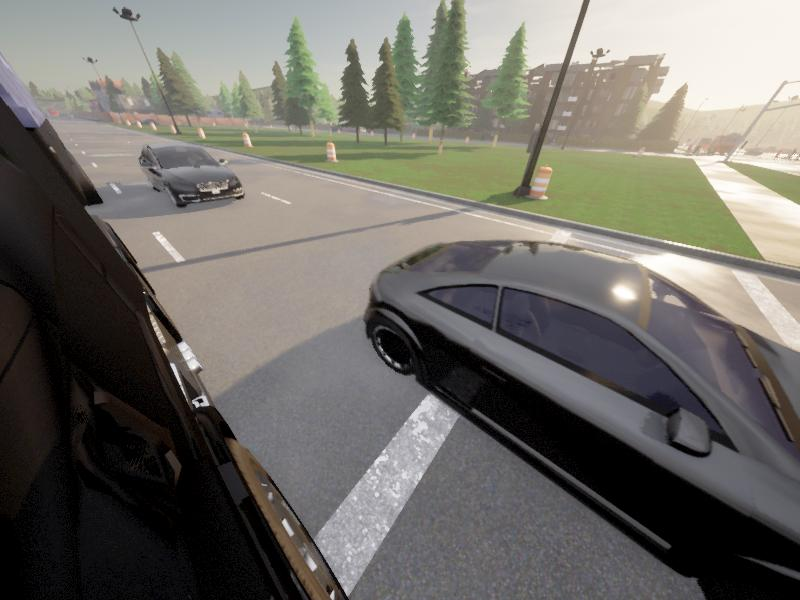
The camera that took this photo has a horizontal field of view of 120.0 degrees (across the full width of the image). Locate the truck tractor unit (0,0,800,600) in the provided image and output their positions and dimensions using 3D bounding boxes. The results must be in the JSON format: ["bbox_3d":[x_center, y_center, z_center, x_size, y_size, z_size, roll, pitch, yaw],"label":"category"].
[{"bbox_3d":[-2.645,-0.295,0.351,6.516,4.208,3.053,28,44,30],"label":"truck tractor unit"}]

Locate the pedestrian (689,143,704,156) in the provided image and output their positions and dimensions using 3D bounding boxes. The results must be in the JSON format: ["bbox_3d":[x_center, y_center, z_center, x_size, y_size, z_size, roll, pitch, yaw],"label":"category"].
[{"bbox_3d":[52.627,-26.666,40.967,0.751,1.860,0.751,27,43,29],"label":"pedestrian"}]

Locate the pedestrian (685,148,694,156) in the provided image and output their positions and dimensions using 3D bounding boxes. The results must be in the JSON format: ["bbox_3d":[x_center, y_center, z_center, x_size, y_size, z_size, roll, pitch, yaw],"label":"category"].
[{"bbox_3d":[50.812,-25.990,40.588,0.500,1.100,0.500,32,45,33],"label":"pedestrian"}]

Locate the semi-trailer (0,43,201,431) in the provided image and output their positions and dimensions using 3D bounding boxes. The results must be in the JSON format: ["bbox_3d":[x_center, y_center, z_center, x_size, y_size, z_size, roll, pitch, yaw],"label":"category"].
[{"bbox_3d":[-8.692,-3.607,4.236,14.254,4.402,2.717,28,44,30],"label":"semi-trailer"}]

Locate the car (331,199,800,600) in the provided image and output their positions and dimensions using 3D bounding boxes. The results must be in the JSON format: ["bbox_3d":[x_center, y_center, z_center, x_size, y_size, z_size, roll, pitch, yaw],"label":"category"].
[{"bbox_3d":[1.597,0.393,2.068,4.181,1.385,1.994,28,44,30],"label":"car"}]

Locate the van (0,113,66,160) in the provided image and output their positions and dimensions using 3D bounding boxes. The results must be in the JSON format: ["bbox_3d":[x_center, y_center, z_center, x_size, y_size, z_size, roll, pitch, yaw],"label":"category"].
[{"bbox_3d":[-21.891,-9.654,13.546,4.442,1.987,1.775,28,44,30],"label":"van"}]

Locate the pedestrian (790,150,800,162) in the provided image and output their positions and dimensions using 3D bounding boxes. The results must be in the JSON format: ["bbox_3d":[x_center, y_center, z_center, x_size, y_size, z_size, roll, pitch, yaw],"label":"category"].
[{"bbox_3d":[67.366,-24.390,38.830,0.751,1.860,0.751,21,41,23],"label":"pedestrian"}]

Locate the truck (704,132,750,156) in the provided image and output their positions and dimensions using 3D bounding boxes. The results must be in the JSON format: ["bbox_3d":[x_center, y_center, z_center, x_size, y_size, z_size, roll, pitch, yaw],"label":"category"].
[{"bbox_3d":[70.140,-33.695,49.851,2.891,3.827,8.468,28,43,30],"label":"truck"}]

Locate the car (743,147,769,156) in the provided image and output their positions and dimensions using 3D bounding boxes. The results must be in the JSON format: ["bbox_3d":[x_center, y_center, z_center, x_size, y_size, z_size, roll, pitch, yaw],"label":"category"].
[{"bbox_3d":[81.394,-34.005,52.900,1.837,1.490,4.892,28,44,30],"label":"car"}]

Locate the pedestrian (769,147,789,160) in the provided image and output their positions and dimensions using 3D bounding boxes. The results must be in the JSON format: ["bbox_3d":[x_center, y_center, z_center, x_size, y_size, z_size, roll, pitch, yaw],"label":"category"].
[{"bbox_3d":[65.246,-25.235,39.830,0.751,1.860,0.751,24,42,26],"label":"pedestrian"}]

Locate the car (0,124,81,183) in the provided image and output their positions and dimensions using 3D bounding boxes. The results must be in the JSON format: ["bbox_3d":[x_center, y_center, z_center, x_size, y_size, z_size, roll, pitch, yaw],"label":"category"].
[{"bbox_3d":[-16.036,-6.376,9.835,5.027,1.651,2.152,28,44,30],"label":"car"}]

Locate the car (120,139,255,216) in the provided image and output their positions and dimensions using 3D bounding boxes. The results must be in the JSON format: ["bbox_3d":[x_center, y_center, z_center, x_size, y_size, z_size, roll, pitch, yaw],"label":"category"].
[{"bbox_3d":[-7.192,-4.349,7.763,4.892,1.490,1.837,28,44,30],"label":"car"}]
